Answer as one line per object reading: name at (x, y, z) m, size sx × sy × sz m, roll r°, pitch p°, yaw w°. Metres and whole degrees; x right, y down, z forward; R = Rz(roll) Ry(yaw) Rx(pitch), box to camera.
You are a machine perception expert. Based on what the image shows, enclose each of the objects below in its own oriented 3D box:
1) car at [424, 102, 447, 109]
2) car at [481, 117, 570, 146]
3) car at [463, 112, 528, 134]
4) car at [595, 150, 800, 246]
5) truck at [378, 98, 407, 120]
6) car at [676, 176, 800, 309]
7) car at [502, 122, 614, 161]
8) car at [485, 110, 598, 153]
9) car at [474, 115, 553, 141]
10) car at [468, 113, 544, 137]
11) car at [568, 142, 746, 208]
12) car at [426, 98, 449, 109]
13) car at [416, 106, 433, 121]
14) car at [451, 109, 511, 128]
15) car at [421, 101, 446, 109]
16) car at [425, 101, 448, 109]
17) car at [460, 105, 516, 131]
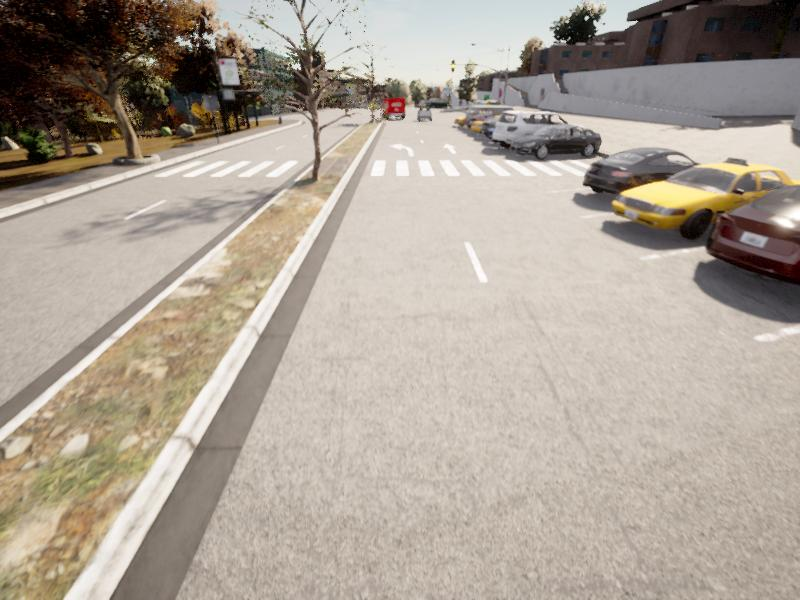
car at (8.055, -44.311, 91.017) m, size 4.674 × 1.452 × 2.002 m, roll -8°, pitch 28°, yaw -18°
car at (8.070, -10.960, 25.914) m, size 5.008 × 1.535 × 2.097 m, roll -9°, pitch 29°, yaw -18°
car at (8.089, -15.037, 33.896) m, size 4.792 × 1.488 × 2.163 m, roll -9°, pitch 28°, yaw -18°
car at (7.894, -2.692, 9.976) m, size 5.366 × 1.575 × 1.946 m, roll -9°, pitch 29°, yaw -18°
truck at (-1.047, -25.321, 52.846) m, size 2.627 × 2.467 × 5.204 m, roll -7°, pitch 27°, yaw -13°
car at (8.094, -1.315, 7.419) m, size 4.792 × 1.488 × 2.163 m, roll -9°, pitch 29°, yaw -18°
car at (8.075, -8.218, 20.616) m, size 4.892 × 1.521 × 2.231 m, roll -9°, pitch 29°, yaw -18°
car at (8.094, -9.822, 23.165) m, size 5.566 × 2.045 × 2.435 m, roll -9°, pitch 29°, yaw -18°
car at (8.057, -12.326, 28.568) m, size 4.892 × 1.521 × 2.231 m, roll -9°, pitch 29°, yaw -18°
car at (8.237, -13.724, 31.277) m, size 5.366 × 1.575 × 1.946 m, roll -9°, pitch 28°, yaw -18°
car at (8.063, -4.061, 12.700) m, size 4.674 × 1.452 × 2.002 m, roll -9°, pitch 29°, yaw -18°
car at (7.947, -41.934, 85.503) m, size 4.442 × 1.987 × 1.878 m, roll -8°, pitch 28°, yaw -18°
car at (2.992, -22.867, 49.050) m, size 1.845 × 1.501 × 3.633 m, roll 0°, pitch 28°, yaw 0°
car at (7.889, -17.759, 39.114) m, size 5.366 × 1.575 × 1.946 m, roll -9°, pitch 29°, yaw -18°
car at (7.879, -45.623, 93.619) m, size 5.366 × 1.575 × 1.946 m, roll -8°, pitch 28°, yaw -18°
car at (8.049, -43.014, 88.341) m, size 4.674 × 1.452 × 2.002 m, roll -8°, pitch 27°, yaw -18°
car at (7.956, -16.604, 36.381) m, size 4.442 × 1.987 × 1.878 m, roll -9°, pitch 29°, yaw -18°
